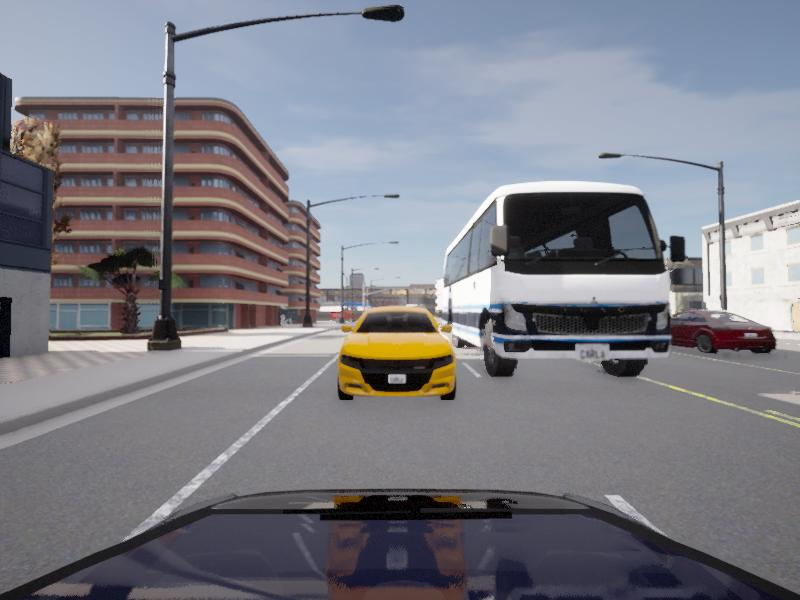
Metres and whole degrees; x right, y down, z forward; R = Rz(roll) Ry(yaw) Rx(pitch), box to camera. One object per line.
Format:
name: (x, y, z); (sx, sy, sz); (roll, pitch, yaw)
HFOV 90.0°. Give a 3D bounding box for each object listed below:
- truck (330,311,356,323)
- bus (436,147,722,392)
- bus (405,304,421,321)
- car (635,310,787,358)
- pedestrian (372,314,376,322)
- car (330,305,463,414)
truck: (-11.997, 3.556, 85.136); (5.204, 2.467, 2.627); (0, -2, -2)
bus: (3.534, -0.420, 12.054); (3.944, 4.253, 10.273); (0, -1, 0)
bus: (3.548, 3.420, 109.097); (3.944, 4.253, 10.273); (0, -2, 0)
car: (10.401, 1.047, 13.877); (1.994, 1.385, 4.181); (0, -1, 0)
pedestrian: (-5.557, 3.775, 83.991); (0.751, 1.860, 0.751); (0, -2, 3)
car: (-0.061, 0.873, 8.154); (1.882, 1.535, 5.008); (0, -1, 0)
